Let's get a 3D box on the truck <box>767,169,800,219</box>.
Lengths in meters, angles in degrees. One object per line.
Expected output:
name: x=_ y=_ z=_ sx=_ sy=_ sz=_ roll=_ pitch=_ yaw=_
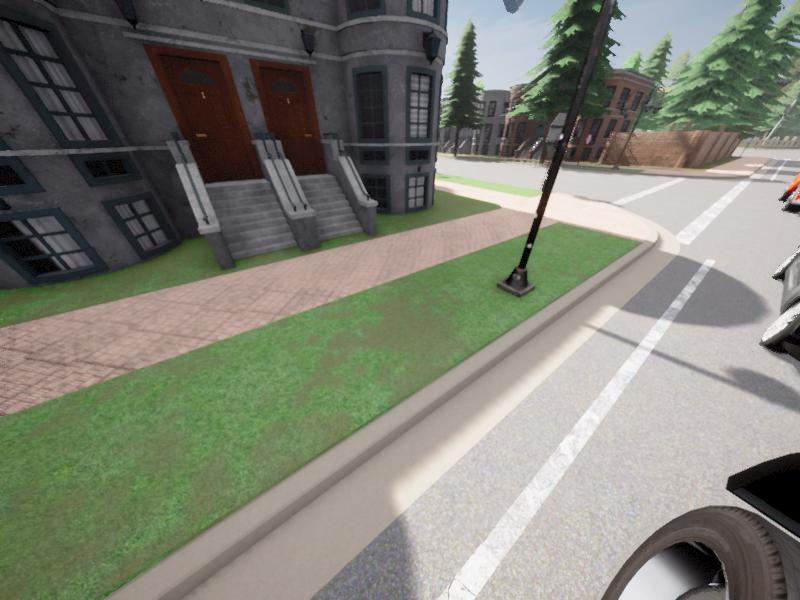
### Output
truck: x=15.731 y=-4.237 z=7.708 sx=5.204 sy=2.467 sz=2.627 roll=-22 pitch=41 yaw=-28

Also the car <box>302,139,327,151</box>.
car: x=-17.582 y=-31.950 z=47.538 sx=5.566 sy=2.045 sz=2.150 roll=29 pitch=45 yaw=35

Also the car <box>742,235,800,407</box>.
car: x=6.554 y=-0.165 z=2.715 sx=5.238 sy=1.638 sz=1.930 roll=-22 pitch=41 yaw=-28
